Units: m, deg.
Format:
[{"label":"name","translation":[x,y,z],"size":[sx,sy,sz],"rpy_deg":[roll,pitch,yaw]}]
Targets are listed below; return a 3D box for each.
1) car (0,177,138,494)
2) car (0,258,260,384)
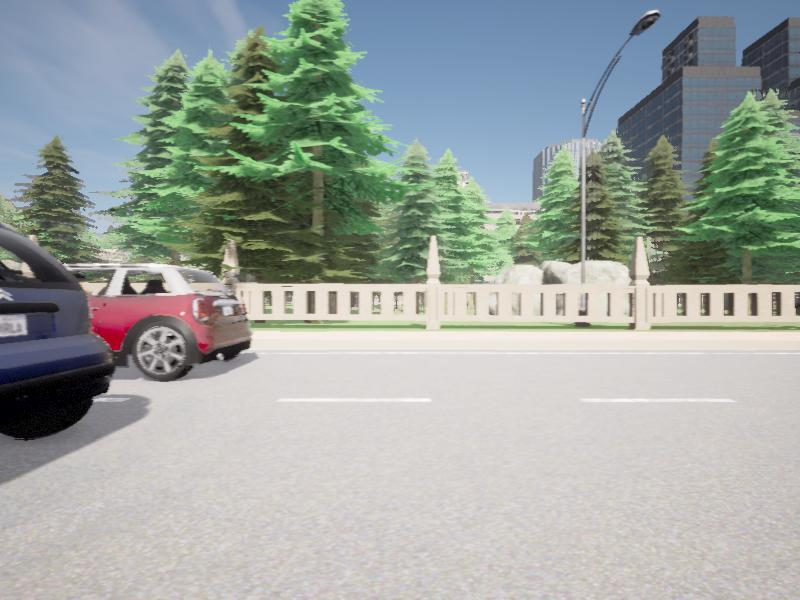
[{"label":"car","translation":[-4.037,0.181,2.186],"size":[3.988,1.617,1.851],"rpy_deg":[0,0,0]},{"label":"car","translation":[-4.230,0.246,5.685],"size":[3.806,1.475,1.970],"rpy_deg":[0,0,0]}]
